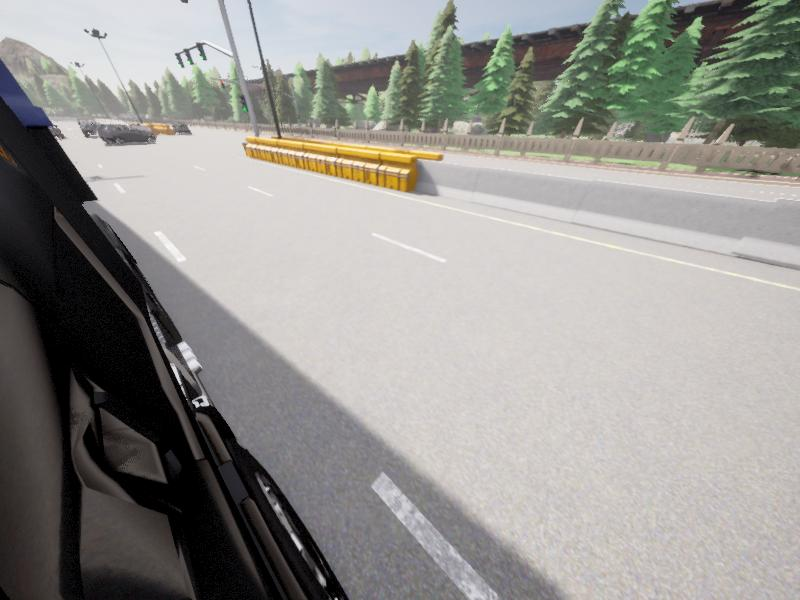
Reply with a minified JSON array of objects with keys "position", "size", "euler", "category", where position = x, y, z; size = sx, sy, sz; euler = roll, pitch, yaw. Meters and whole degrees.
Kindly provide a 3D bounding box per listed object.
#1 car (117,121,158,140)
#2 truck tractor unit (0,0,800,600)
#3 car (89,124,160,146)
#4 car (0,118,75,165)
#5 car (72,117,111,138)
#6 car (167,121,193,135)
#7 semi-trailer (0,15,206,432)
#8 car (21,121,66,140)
[{"position":[-31.687,-20.465,27.840],"size":[5.027,1.651,2.152],"euler":[28,44,30],"category":"car"},{"position":[-2.645,-0.295,0.351],"size":[6.516,4.208,3.053],"euler":[28,44,30],"category":"truck tractor unit"},{"position":[-25.639,-15.574,21.729],"size":[1.845,1.501,3.633],"euler":[12,38,12],"category":"car"},{"position":[-20.921,-8.360,12.097],"size":[4.605,1.855,1.932],"euler":[7,35,6],"category":"car"},{"position":[-36.214,-20.250,27.095],"size":[3.866,1.878,1.905],"euler":[29,44,30],"category":"car"},{"position":[-36.747,-28.736,38.584],"size":[3.988,1.617,1.851],"euler":[29,44,30],"category":"car"},{"position":[-8.963,-3.389,3.980],"size":[14.254,4.402,2.717],"euler":[25,42,27],"category":"semi-trailer"},{"position":[-36.711,-17.535,23.898],"size":[4.181,1.385,1.994],"euler":[28,44,30],"category":"car"}]
